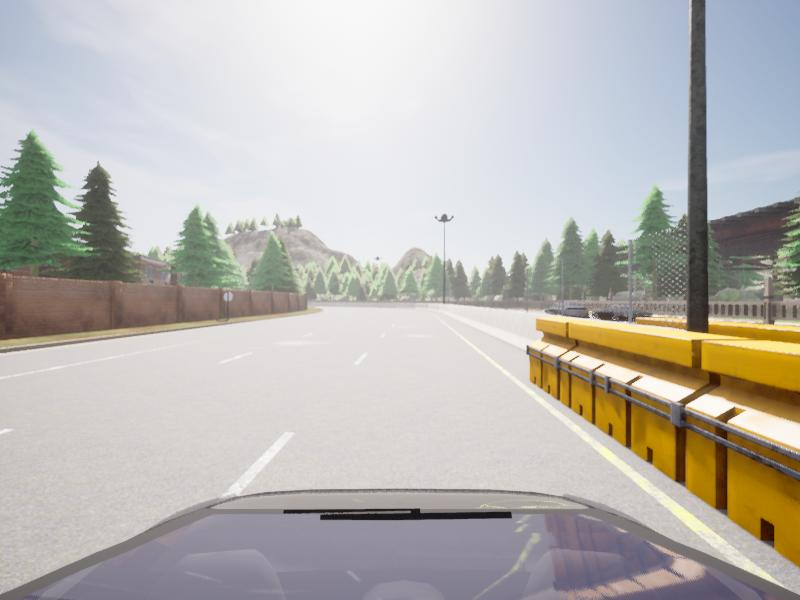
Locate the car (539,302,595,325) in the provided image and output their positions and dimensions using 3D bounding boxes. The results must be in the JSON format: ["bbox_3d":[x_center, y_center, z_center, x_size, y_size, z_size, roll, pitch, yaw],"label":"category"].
[{"bbox_3d":[11.938,0.893,29.009,2.128,1.511,4.902,0,0,2],"label":"car"}]

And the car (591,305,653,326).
[{"bbox_3d":[15.407,0.998,28.134,1.895,1.301,4.718,0,0,2],"label":"car"}]
